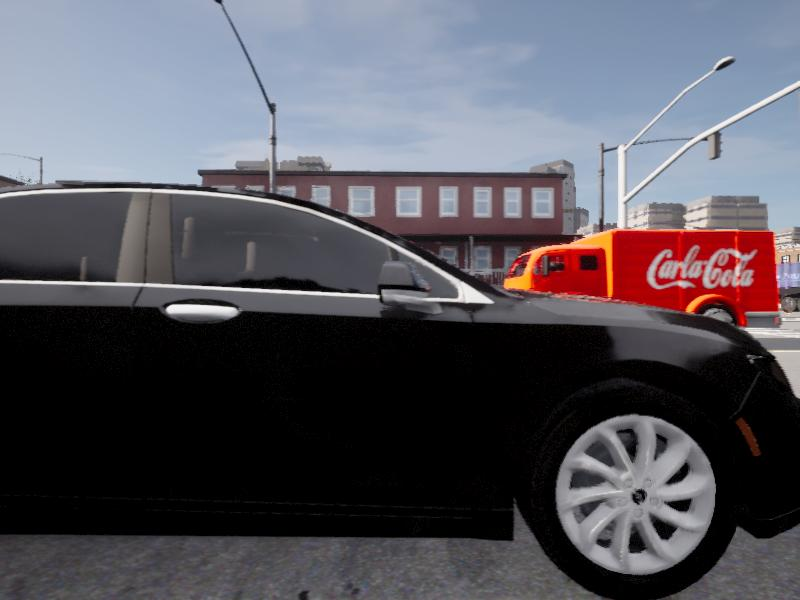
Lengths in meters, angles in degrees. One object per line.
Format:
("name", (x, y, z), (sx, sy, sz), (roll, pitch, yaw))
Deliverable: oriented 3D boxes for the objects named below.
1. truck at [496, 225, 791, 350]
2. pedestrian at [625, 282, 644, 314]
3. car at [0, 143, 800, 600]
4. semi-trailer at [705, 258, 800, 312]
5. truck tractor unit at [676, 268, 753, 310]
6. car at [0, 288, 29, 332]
("truck", (5.119, -0.244, 9.217), (5.204, 2.467, 2.627), (0, 0, 0))
("pedestrian", (13.657, -0.119, 23.300), (0.751, 1.860, 0.751), (0, 0, 7))
("car", (-0.713, 0.245, 2.195), (4.892, 1.490, 1.837), (0, 0, 0))
("semi-trailer", (33.781, -1.228, 34.990), (2.717, 4.402, 14.254), (0, 0, -3))
("truck tractor unit", (33.422, -1.106, 42.899), (3.053, 4.208, 6.516), (0, 0, 0))
("car", (-14.724, 0.311, 12.636), (4.181, 1.385, 1.994), (0, 0, 1))
